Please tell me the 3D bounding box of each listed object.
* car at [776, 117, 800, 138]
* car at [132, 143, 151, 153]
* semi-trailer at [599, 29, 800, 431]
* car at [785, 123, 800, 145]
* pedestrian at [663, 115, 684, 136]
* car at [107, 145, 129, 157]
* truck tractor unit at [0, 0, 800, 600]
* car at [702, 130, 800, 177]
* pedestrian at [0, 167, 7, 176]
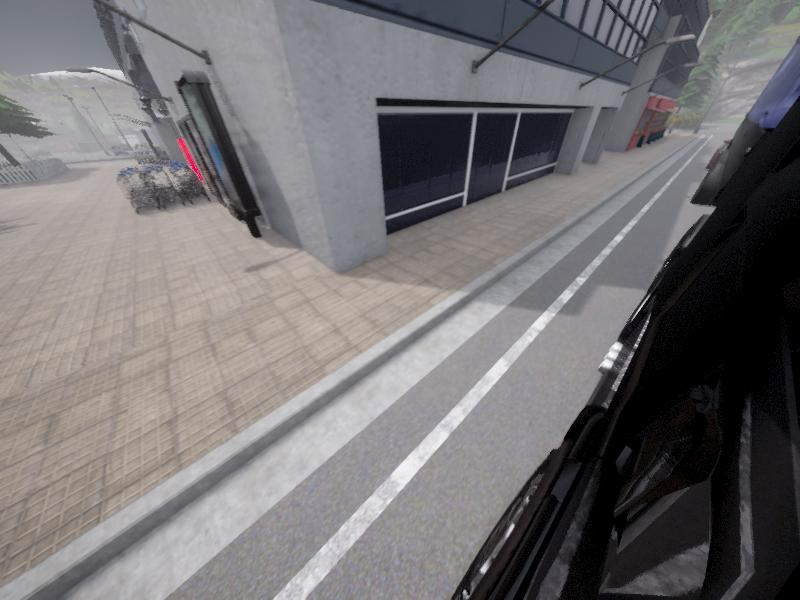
[{"bbox_3d":[37.206,-16.032,21.412,4.674,1.442,1.812,-30,44,-31],"label":"car"},{"bbox_3d":[-51.411,-30.164,45.917,1.970,1.475,3.806,-31,45,-32],"label":"car"},{"bbox_3d":[8.628,-3.656,4.290,14.254,4.402,2.717,-29,44,-30],"label":"semi-trailer"},{"bbox_3d":[31.028,-12.582,17.121,3.705,1.549,1.789,-30,44,-31],"label":"car"},{"bbox_3d":[30.451,-19.443,25.735,0.751,1.860,0.751,-29,44,-31],"label":"pedestrian"},{"bbox_3d":[-48.557,-25.786,39.865,1.845,1.501,3.633,-31,45,-32],"label":"car"},{"bbox_3d":[2.645,-0.295,0.351,6.516,4.208,3.053,-28,44,-30],"label":"truck tractor unit"},{"bbox_3d":[16.046,-6.846,10.606,4.181,1.385,1.994,-29,44,-31],"label":"car"},{"bbox_3d":[-35.479,-11.715,19.811,0.751,1.860,0.751,-27,43,-29],"label":"pedestrian"}]
